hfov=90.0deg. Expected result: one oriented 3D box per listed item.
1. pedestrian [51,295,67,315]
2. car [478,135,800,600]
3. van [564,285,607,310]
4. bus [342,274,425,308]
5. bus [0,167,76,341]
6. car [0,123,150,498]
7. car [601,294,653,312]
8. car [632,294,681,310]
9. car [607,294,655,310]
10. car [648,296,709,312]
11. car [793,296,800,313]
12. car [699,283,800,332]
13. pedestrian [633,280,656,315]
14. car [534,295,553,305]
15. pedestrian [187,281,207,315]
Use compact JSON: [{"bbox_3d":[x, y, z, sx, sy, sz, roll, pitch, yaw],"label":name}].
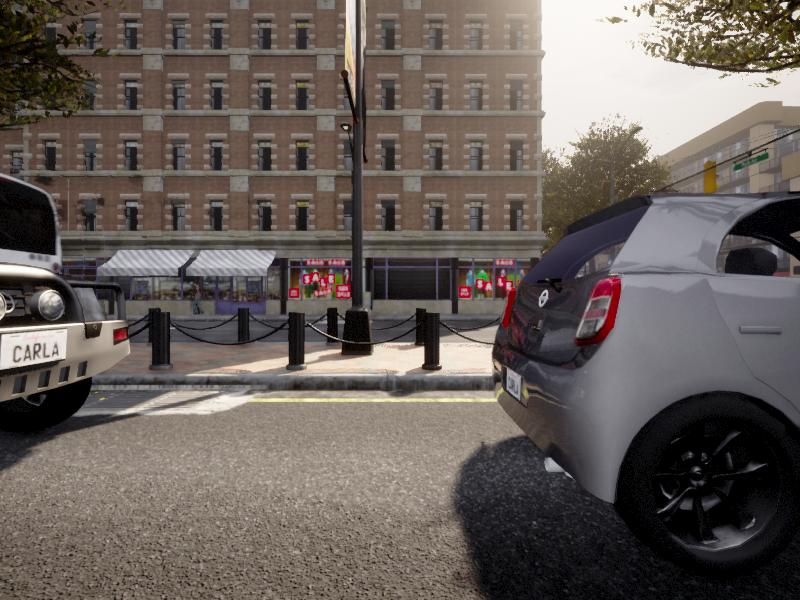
[{"bbox_3d":[-19.397,0.268,22.734,0.500,1.100,0.500,0,0,-2],"label":"pedestrian"},{"bbox_3d":[2.425,0.226,2.192,3.633,1.501,1.845,0,0,0],"label":"car"},{"bbox_3d":[20.136,-0.280,43.771,1.988,2.561,5.915,0,0,0],"label":"van"},{"bbox_3d":[-2.059,-1.133,51.914,10.273,4.253,3.944,0,0,0],"label":"bus"},{"bbox_3d":[-14.905,-1.132,10.105,10.273,4.253,3.944,0,0,0],"label":"bus"},{"bbox_3d":[-4.281,0.053,2.201,4.605,1.855,1.932,0,0,0],"label":"car"},{"bbox_3d":[20.184,0.242,35.853,1.837,1.490,4.892,0,0,0],"label":"car"},{"bbox_3d":[27.146,0.219,42.630,2.038,1.542,4.974,0,0,0],"label":"car"},{"bbox_3d":[23.652,0.198,41.198,1.801,1.575,5.366,0,0,0],"label":"car"},{"bbox_3d":[23.693,0.341,34.300,1.895,1.301,4.718,0,0,0],"label":"car"},{"bbox_3d":[30.730,0.339,27.944,1.895,1.301,4.718,0,0,0],"label":"car"},{"bbox_3d":[13.035,0.227,13.323,4.514,1.525,2.007,0,0,9],"label":"car"},{"bbox_3d":[13.216,-0.117,21.616,0.751,1.860,0.751,0,0,-15],"label":"pedestrian"},{"bbox_3d":[26.962,0.050,75.454,1.932,1.855,4.605,0,0,0],"label":"car"},{"bbox_3d":[-11.050,-0.113,21.799,0.751,1.860,0.751,0,0,-1],"label":"pedestrian"}]
